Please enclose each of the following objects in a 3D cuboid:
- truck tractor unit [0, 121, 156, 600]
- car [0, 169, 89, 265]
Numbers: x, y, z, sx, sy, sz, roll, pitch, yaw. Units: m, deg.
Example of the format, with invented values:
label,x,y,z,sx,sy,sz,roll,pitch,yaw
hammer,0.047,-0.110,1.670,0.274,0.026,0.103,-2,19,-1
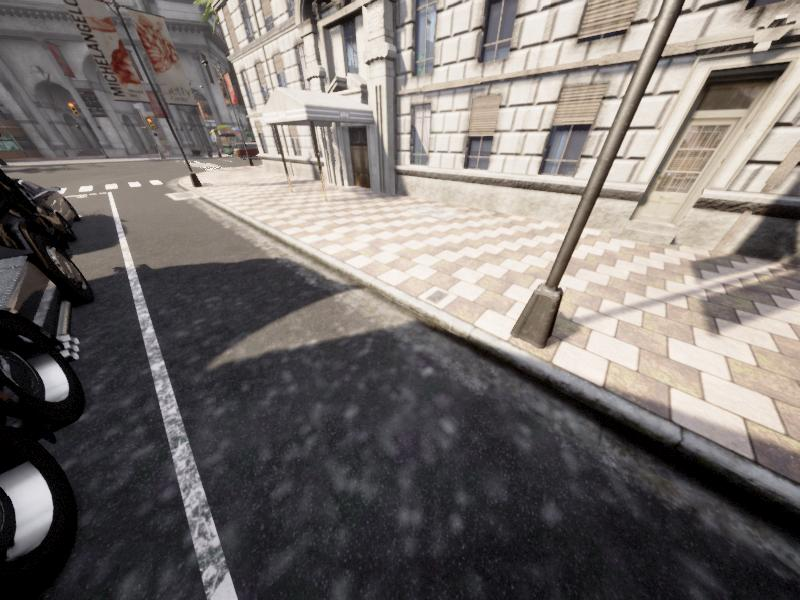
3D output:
label,x,y,z,sx,sy,sz,roll,pitch,yaw
truck tractor unit,-4.849,-0.504,1.069,6.516,4.208,3.053,28,44,34
car,-10.634,-2.442,6.257,4.902,1.511,2.128,28,44,34
